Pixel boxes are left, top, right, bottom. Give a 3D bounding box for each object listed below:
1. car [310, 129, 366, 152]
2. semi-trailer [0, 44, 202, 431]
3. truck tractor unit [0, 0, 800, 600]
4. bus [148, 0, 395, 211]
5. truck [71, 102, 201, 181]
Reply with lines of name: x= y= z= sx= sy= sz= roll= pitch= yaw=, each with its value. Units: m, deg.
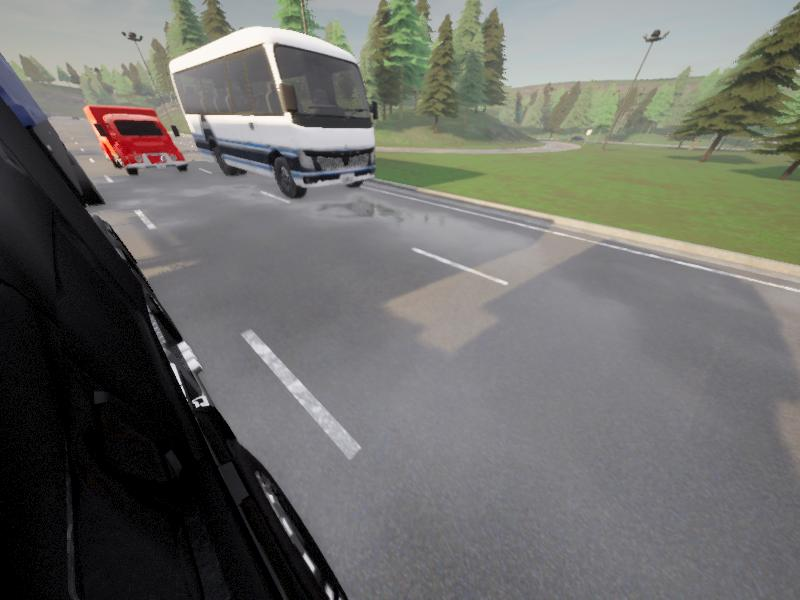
car: x=-6.236 y=-16.442 z=23.742 sx=5.027 sy=1.651 sz=2.152 roll=3 pitch=37 yaw=1
semi-trailer: x=-8.697 y=-3.592 z=4.249 sx=14.254 sy=4.402 sz=2.717 roll=28 pitch=44 yaw=30
truck tractor unit: x=-2.645 y=-0.295 z=0.351 sx=6.516 sy=4.208 sz=3.053 roll=28 pitch=44 yaw=30
bus: x=-5.400 y=-7.387 z=9.595 sx=10.273 sy=4.253 sz=3.944 roll=28 pitch=44 yaw=30
truck: x=-12.435 y=-7.564 z=10.948 sx=5.204 sy=2.467 sz=2.627 roll=28 pitch=44 yaw=30
